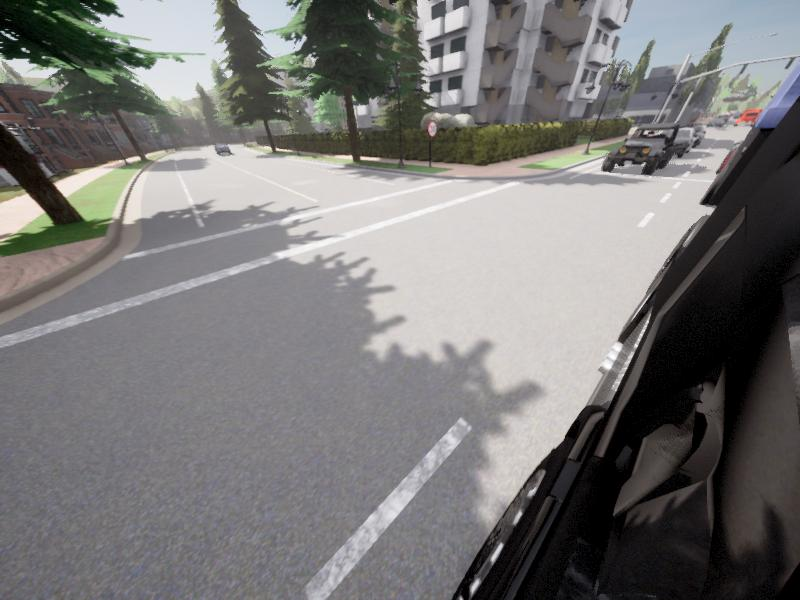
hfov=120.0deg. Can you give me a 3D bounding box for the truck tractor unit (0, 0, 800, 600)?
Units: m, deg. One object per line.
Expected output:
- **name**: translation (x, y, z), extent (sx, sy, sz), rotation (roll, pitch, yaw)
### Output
- **truck tractor unit**: translation (2.645, -0.295, 0.351), extent (6.516, 4.208, 3.053), rotation (-28, 44, -30)

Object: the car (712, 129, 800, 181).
- **car**: translation (15.575, -6.322, 9.920), extent (3.806, 1.475, 1.970), rotation (-29, 44, -30)

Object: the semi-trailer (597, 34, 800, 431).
- **semi-trailer**: translation (8.733, -3.576, 4.201), extent (14.254, 4.402, 2.717), rotation (-28, 43, -29)

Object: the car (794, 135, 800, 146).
- **car**: translation (31.311, -12.272, 16.817), extent (5.366, 1.575, 1.801), rotation (-29, 44, -31)

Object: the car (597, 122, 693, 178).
- **car**: translation (11.813, -7.336, 11.180), extent (3.866, 1.878, 1.905), rotation (-26, 43, -29)

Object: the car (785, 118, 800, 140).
- **car**: translation (36.618, -15.315, 20.315), extent (4.605, 1.855, 1.932), rotation (-29, 44, -31)

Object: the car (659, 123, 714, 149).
- **car**: translation (23.967, -13.747, 19.314), extent (4.974, 1.542, 2.038), rotation (-29, 44, -31)

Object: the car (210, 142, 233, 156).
- **car**: translation (-26.635, -22.569, 34.487), extent (2.033, 1.411, 5.357), rotation (-25, 42, -27)

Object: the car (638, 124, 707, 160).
- **car**: translation (18.139, -10.585, 15.347), extent (5.238, 1.638, 1.930), rotation (-29, 44, -31)

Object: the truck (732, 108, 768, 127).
- **truck**: translation (62.992, -32.843, 41.678), extent (5.204, 2.467, 2.627), rotation (-29, 44, -31)
